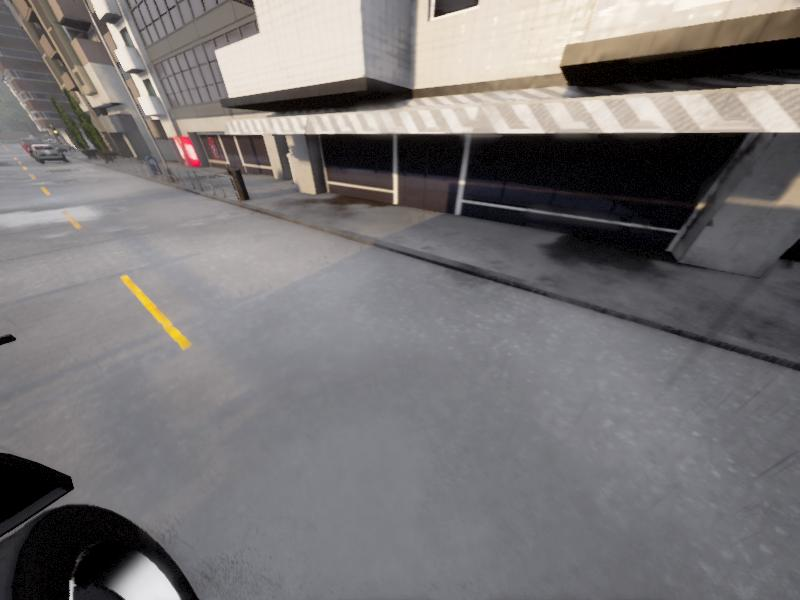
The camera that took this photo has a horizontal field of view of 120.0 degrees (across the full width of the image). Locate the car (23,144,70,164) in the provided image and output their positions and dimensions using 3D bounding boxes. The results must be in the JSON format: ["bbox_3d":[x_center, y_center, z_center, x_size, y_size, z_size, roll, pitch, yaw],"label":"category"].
[{"bbox_3d":[-35.911,-14.898,23.483,3.806,1.475,1.970,22,41,28],"label":"car"}]

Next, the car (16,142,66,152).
[{"bbox_3d":[-60.734,-25.981,39.158,4.718,1.301,1.895,0,35,-1],"label":"car"}]

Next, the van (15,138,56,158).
[{"bbox_3d":[-44.860,-18.753,28.434,4.442,1.987,1.775,22,41,28],"label":"van"}]

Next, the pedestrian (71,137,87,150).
[{"bbox_3d":[-57.764,-28.165,41.553,0.751,1.860,0.751,20,40,26],"label":"pedestrian"}]

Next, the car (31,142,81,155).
[{"bbox_3d":[-51.311,-22.737,34.557,1.970,1.475,3.806,-6,36,-9],"label":"car"}]
